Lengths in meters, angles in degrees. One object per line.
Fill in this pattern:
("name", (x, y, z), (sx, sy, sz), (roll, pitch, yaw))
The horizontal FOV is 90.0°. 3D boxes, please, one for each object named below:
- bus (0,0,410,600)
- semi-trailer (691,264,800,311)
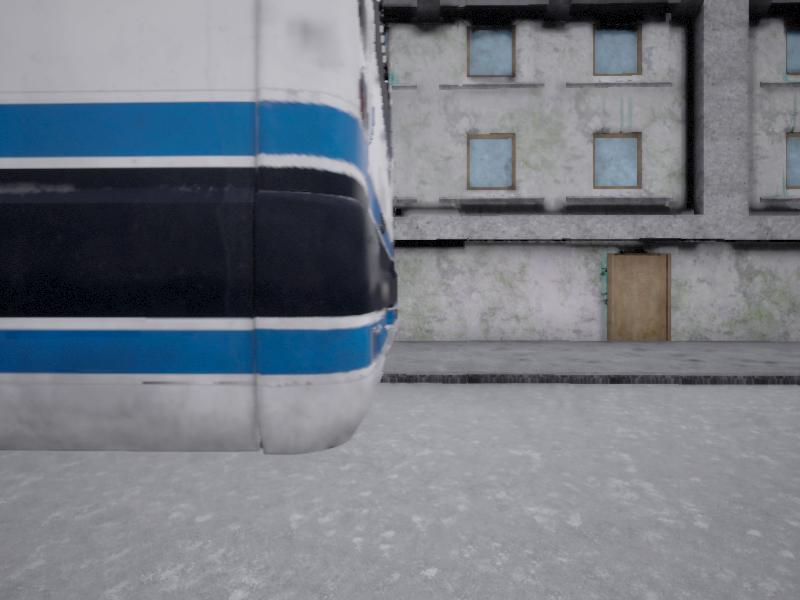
("bus", (-5.080, -1.134, 2.704), (10.273, 4.253, 3.944), (0, 0, 1))
("semi-trailer", (38.511, -1.218, 44.477), (2.717, 4.402, 14.254), (0, 0, 4))
